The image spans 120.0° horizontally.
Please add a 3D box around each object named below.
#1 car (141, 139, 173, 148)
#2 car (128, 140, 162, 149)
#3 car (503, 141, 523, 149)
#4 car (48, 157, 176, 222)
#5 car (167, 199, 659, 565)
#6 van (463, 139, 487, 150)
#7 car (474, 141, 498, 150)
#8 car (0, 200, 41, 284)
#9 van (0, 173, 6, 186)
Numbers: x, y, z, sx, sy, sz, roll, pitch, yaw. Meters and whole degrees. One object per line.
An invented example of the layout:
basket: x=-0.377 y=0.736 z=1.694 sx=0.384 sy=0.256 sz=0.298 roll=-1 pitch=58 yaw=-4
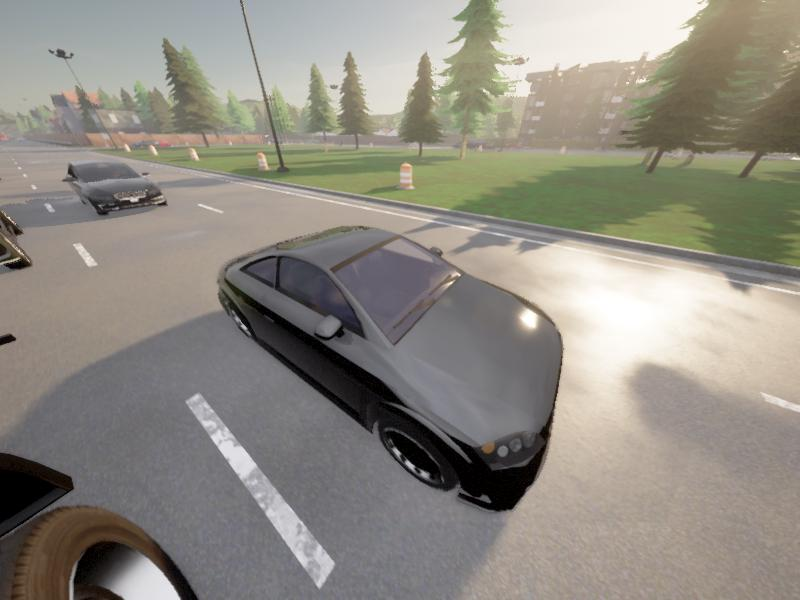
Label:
car: x=-58.472 y=-37.757 z=55.627 sx=2.242 sy=1.667 sz=4.611 roll=15 pitch=38 yaw=20
car: x=-56.788 y=-34.827 z=51.558 sx=2.007 sy=1.525 sz=4.514 roll=12 pitch=37 yaw=17
car: x=27.161 y=-37.107 z=55.392 sx=3.705 sy=1.549 sz=1.789 roll=22 pitch=41 yaw=28
car: x=-10.856 y=-4.354 z=8.694 sx=4.892 sy=1.490 sz=1.837 roll=22 pitch=41 yaw=28
car: x=-0.376 y=-0.013 z=2.734 sx=4.181 sy=1.385 sz=1.994 roll=22 pitch=41 yaw=28
van: x=16.489 y=-34.249 z=50.888 sx=4.442 sy=1.987 sz=1.775 roll=22 pitch=41 yaw=28
car: x=20.635 y=-37.301 z=55.639 sx=4.611 sy=1.667 sz=2.242 roll=22 pitch=41 yaw=28
car: x=-9.816 y=-1.516 z=4.568 sx=5.027 sy=1.651 sz=2.152 roll=22 pitch=41 yaw=28
van: x=-23.609 y=-7.311 z=12.354 sx=4.442 sy=1.987 sz=1.775 roll=22 pitch=41 yaw=28
